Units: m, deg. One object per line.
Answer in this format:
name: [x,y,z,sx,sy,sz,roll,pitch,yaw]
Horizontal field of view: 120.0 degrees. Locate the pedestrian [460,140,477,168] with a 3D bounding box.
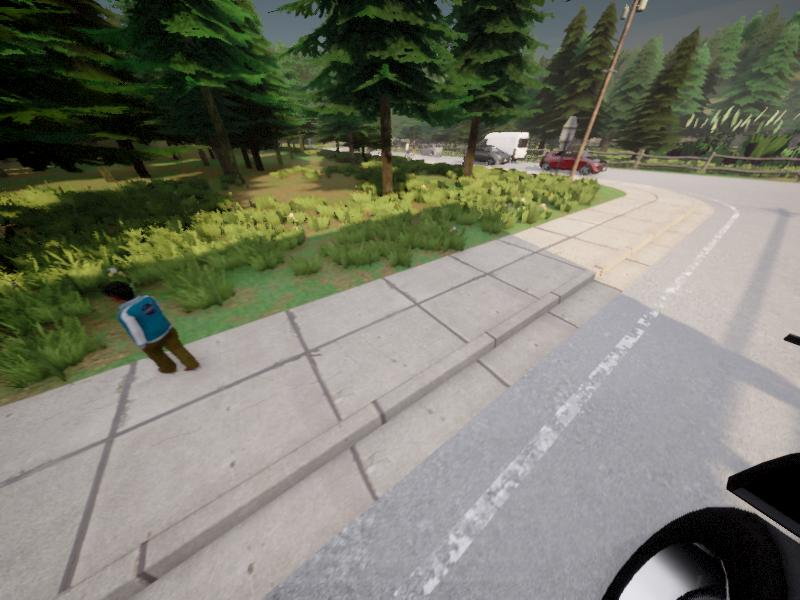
pedestrian: [5.483,-11.768,18.582,0.751,1.860,0.751,-19,39,-24]

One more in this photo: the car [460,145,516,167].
car: [8.234,-13.813,22.058,2.007,1.525,4.514,-20,40,-26]

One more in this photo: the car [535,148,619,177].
car: [12.484,-9.991,16.650,1.816,1.474,4.193,-20,40,-25]

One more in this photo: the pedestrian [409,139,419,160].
pedestrian: [1.459,-16.189,24.888,0.751,1.860,0.751,-22,40,-27]

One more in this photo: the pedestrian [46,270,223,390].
pedestrian: [-2.352,0.316,2.217,0.500,1.100,0.500,0,35,1]

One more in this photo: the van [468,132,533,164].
van: [10.286,-16.103,24.413,1.988,2.561,5.915,-21,40,-26]

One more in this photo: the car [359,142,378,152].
car: [-6.248,-29.859,44.989,1.816,1.474,4.193,-21,40,-27]

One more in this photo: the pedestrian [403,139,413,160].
pedestrian: [0.862,-16.683,25.596,0.751,1.860,0.751,-22,41,-28]

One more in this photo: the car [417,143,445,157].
car: [4.258,-20.913,32.167,1.845,1.501,3.633,-22,40,-27]
